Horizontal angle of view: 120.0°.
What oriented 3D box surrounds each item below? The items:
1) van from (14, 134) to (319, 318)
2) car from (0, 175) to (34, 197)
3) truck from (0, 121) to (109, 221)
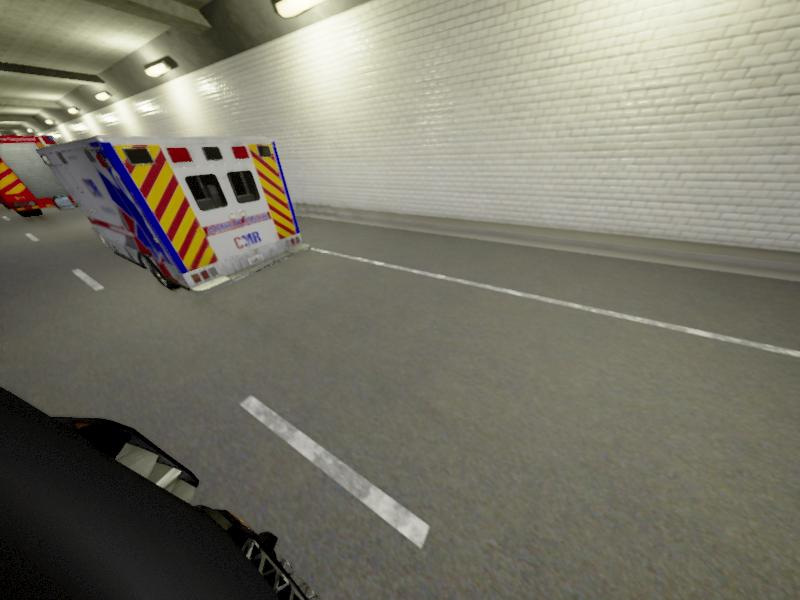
[{"bbox_3d":[-5.286,-2.084,5.302,6.366,2.431,2.351,16,38,26],"label":"van"},{"bbox_3d":[-35.800,-10.416,20.995,4.674,1.442,1.812,16,38,26],"label":"car"},{"bbox_3d":[-20.913,-7.137,12.803,8.468,3.827,2.891,16,38,26],"label":"truck"}]
